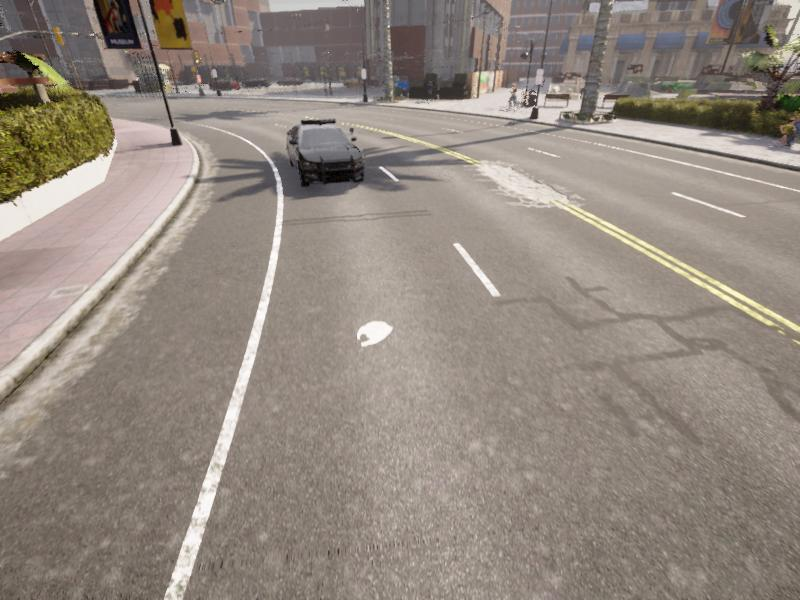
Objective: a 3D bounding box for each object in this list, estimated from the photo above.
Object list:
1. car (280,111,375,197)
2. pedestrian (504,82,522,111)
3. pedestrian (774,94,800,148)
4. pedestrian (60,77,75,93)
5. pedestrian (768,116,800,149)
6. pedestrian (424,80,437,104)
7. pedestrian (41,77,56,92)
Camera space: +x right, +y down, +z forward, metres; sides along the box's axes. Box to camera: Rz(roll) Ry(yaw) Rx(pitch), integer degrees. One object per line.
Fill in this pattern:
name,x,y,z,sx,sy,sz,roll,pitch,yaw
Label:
car,-2.500,-4.897,12.829,1.930,1.638,5.238,-10,32,-17
pedestrian,8.355,-15.024,29.519,0.751,1.860,0.751,-21,36,-32
pedestrian,15.815,-7.031,15.736,0.751,1.860,0.751,-8,31,-13
pedestrian,-45.443,-29.375,54.676,0.751,1.860,0.751,10,32,18
pedestrian,15.175,-6.586,15.733,0.500,1.100,0.500,-6,31,-10
pedestrian,2.707,-18.672,35.832,0.751,1.860,0.751,-21,36,-31
pedestrian,-49.286,-30.152,56.047,0.751,1.860,0.751,13,33,21
